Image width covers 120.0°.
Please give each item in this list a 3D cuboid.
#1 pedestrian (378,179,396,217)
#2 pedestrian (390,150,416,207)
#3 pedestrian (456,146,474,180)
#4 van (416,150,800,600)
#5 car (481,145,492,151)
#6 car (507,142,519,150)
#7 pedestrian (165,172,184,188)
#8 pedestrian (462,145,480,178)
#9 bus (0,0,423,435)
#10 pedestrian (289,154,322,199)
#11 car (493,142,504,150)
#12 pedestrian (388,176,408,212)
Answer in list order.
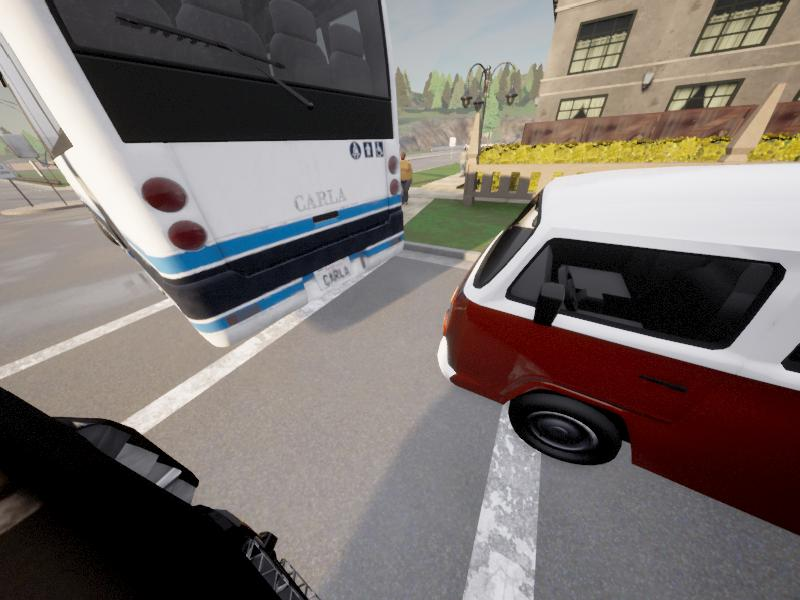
[{"bbox_3d":[-0.443,-3.505,7.938,0.500,1.100,0.500,-7,34,-6],"label":"pedestrian"},{"bbox_3d":[0.168,-4.676,8.966,0.751,1.860,0.751,9,35,17],"label":"pedestrian"},{"bbox_3d":[4.258,-9.034,15.214,0.751,1.860,0.751,16,38,26],"label":"pedestrian"},{"bbox_3d":[2.576,0.313,1.429,4.480,2.038,2.069,16,38,26],"label":"van"},{"bbox_3d":[27.115,-47.846,72.543,1.816,1.474,4.193,19,39,29],"label":"car"},{"bbox_3d":[34.766,-47.471,71.044,1.905,1.878,3.866,25,43,35],"label":"car"},{"bbox_3d":[-18.050,-9.610,18.476,0.500,1.100,0.500,8,35,16],"label":"pedestrian"},{"bbox_3d":[4.798,-9.404,15.729,0.751,1.860,0.751,17,39,28],"label":"pedestrian"},{"bbox_3d":[-4.949,-2.979,4.962,10.273,4.253,3.944,21,40,31],"label":"bus"},{"bbox_3d":[-4.593,-6.036,11.331,0.751,1.860,0.751,14,37,24],"label":"pedestrian"},{"bbox_3d":[30.334,-47.310,71.137,1.932,1.855,4.605,19,39,29],"label":"car"},{"bbox_3d":[-0.050,-3.912,8.521,0.500,1.100,0.500,14,37,24],"label":"pedestrian"}]
